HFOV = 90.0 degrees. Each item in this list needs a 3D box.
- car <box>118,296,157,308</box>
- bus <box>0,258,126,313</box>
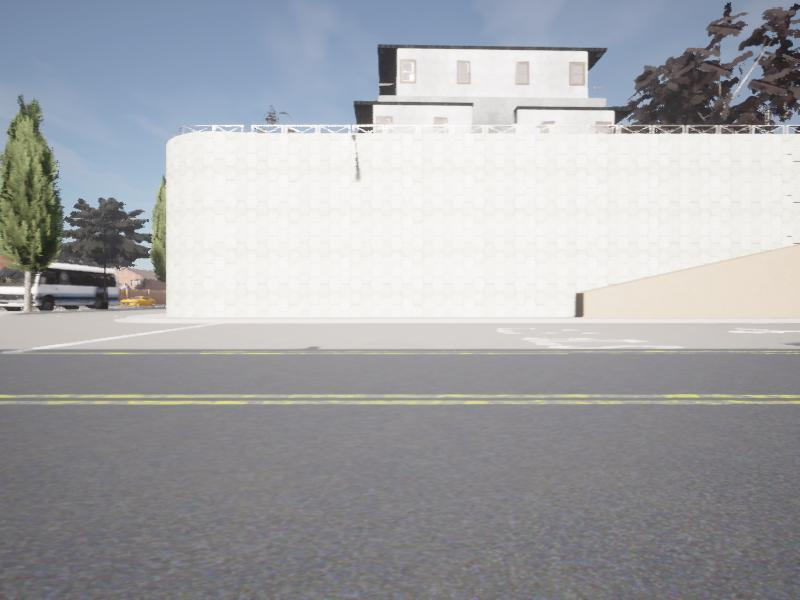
[{"bbox_3d":[-34.121,0.231,52.243,1.882,1.535,5.008,0,0,-1],"label":"car"},{"bbox_3d":[-30.339,-1.127,36.287,3.944,4.253,10.273,0,0,-1],"label":"bus"}]
